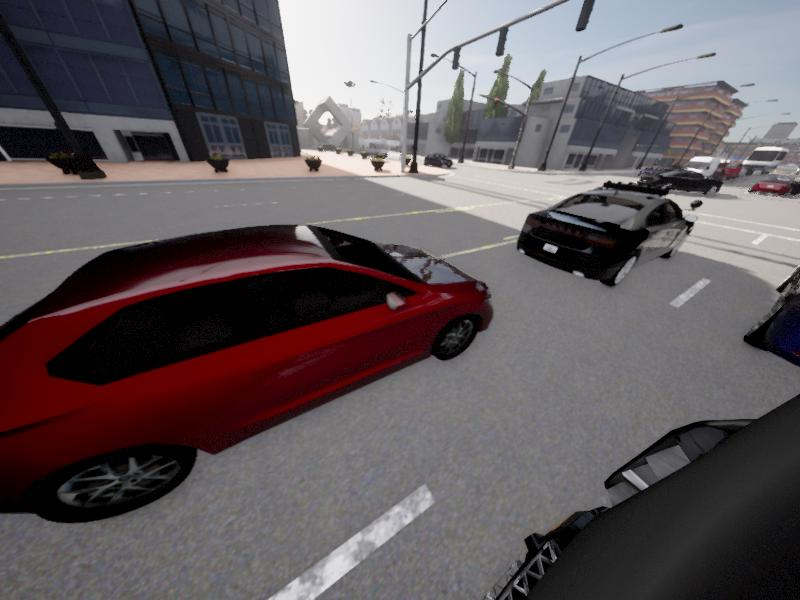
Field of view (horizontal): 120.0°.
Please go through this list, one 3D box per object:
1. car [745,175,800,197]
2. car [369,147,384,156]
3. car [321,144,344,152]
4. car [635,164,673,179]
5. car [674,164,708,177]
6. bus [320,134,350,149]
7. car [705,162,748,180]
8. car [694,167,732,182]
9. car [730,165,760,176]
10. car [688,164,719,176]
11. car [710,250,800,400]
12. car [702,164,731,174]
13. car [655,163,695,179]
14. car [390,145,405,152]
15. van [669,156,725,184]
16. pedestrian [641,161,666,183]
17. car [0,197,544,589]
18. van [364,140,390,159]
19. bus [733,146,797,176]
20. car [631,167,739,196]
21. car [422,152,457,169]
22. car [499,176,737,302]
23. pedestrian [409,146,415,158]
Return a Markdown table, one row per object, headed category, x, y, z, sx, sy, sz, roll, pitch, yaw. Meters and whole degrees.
| category | x | y | z | sx | sy | sz | roll | pitch | yaw |
| --- | --- | --- | --- | --- | --- | --- | --- | --- | --- |
| car | 32.485 | -9.786 | 19.765 | 4.181 | 1.385 | 1.994 | -11 | 36 | -20 |
| car | -5.200 | -32.211 | 50.070 | 2.033 | 1.411 | 5.357 | -8 | 35 | -17 |
| car | -16.542 | -37.403 | 56.756 | 4.892 | 1.490 | 1.837 | -13 | 37 | -23 |
| car | 32.347 | -16.370 | 29.461 | 4.193 | 1.474 | 1.816 | -16 | 38 | -26 |
| car | 45.437 | -20.267 | 36.068 | 5.008 | 1.535 | 1.882 | -17 | 39 | -25 |
| bus | -24.629 | -60.269 | 87.828 | 10.273 | 4.253 | 3.944 | -1 | 34 | -7 |
| car | 47.473 | -18.804 | 33.582 | 5.566 | 2.045 | 2.150 | -17 | 39 | -25 |
| car | 41.741 | -16.781 | 30.805 | 4.674 | 1.442 | 1.812 | -17 | 39 | -25 |
| car | 58.910 | -22.116 | 39.435 | 4.193 | 1.474 | 1.816 | -17 | 39 | -25 |
| car | 51.380 | -22.079 | 39.044 | 4.892 | 1.490 | 1.837 | -17 | 39 | -25 |
| car | 6.650 | 0.065 | 2.859 | 4.792 | 1.488 | 2.163 | -16 | 38 | -26 |
| car | 57.911 | -24.050 | 42.299 | 4.181 | 1.385 | 1.994 | -16 | 38 | -24 |
| car | 39.139 | -18.405 | 32.862 | 5.238 | 1.638 | 1.930 | -17 | 38 | -26 |
| car | -0.917 | -59.174 | 90.273 | 5.566 | 2.045 | 2.150 | -5 | 35 | -12 |
| van | 34.743 | -15.233 | 27.000 | 5.915 | 2.561 | 1.988 | -16 | 38 | -26 |
| pedestrian | 25.739 | -12.996 | 23.515 | 0.751 | 1.860 | 0.751 | 16 | 36 | 18 |
| car | -0.881 | 0.020 | 2.411 | 4.193 | 1.474 | 1.816 | -16 | 38 | -26 |
| van | -4.022 | -26.225 | 40.169 | 1.988 | 2.561 | 5.915 | -16 | 38 | -27 |
| bus | 68.126 | -25.957 | 43.138 | 10.273 | 4.253 | 3.944 | -16 | 38 | -26 |
| car | 21.289 | -9.021 | 17.514 | 5.008 | 1.535 | 1.882 | 6 | 34 | 4 |
| car | 4.670 | -17.003 | 28.071 | 1.816 | 1.474 | 4.193 | -16 | 38 | -26 |
| car | 5.065 | -1.793 | 5.362 | 5.238 | 1.638 | 1.930 | -16 | 38 | -26 |
| pedestrian | 2.381 | -28.645 | 44.660 | 0.751 | 1.860 | 0.751 | -21 | 40 | -31 |
